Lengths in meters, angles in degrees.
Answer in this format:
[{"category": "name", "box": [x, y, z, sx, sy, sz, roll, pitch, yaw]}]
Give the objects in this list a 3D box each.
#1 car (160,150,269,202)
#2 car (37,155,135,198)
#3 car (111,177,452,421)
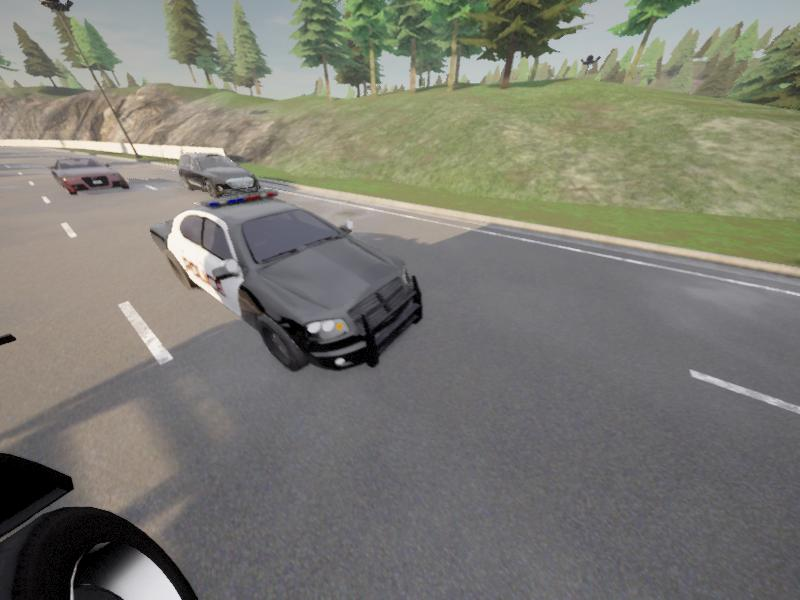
[{"category": "car", "box": [-8.871, -6.080, 11.053, 4.856, 1.649, 2.033, 22, 41, 28]}, {"category": "car", "box": [-15.460, -6.189, 11.378, 4.181, 1.385, 1.994, 22, 40, 28]}, {"category": "car", "box": [-2.006, -0.762, 3.650, 4.974, 1.542, 2.038, 22, 41, 28]}]
